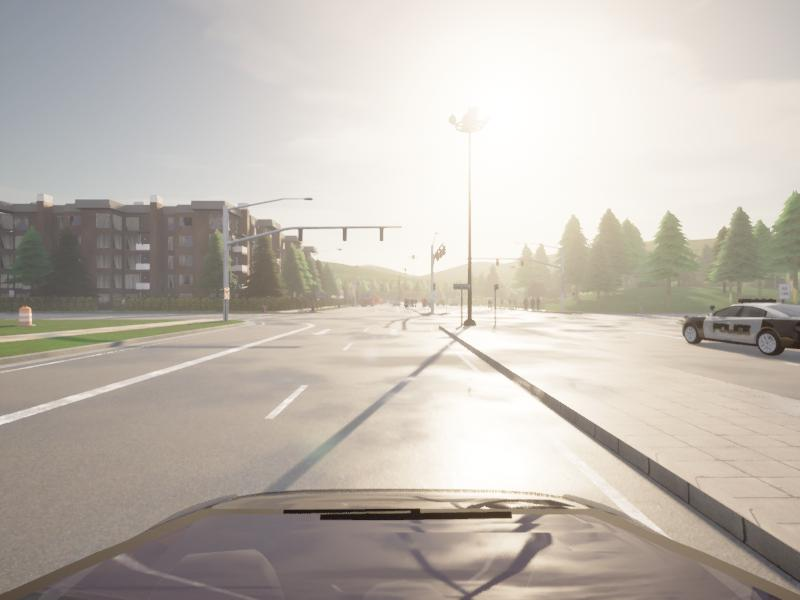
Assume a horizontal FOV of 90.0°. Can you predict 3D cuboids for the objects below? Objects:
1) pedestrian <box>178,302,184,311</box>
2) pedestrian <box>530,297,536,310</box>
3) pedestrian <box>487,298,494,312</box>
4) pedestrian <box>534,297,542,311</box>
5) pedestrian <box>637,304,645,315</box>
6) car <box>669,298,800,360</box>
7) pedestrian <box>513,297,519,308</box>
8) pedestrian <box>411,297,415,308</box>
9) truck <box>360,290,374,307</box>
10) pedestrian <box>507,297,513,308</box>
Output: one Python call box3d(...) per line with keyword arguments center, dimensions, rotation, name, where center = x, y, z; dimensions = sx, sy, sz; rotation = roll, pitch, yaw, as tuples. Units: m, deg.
box3d(center=(-27.709, 0.865, 50.701), dimensions=(0.500, 1.100, 0.500), rotation=(0, 0, -1), name="pedestrian")
box3d(center=(18.081, 0.473, 54.418), dimensions=(0.751, 1.860, 0.751), rotation=(0, 0, 15), name="pedestrian")
box3d(center=(11.805, 0.637, 52.247), dimensions=(0.751, 1.860, 0.751), rotation=(0, 0, -11), name="pedestrian")
box3d(center=(18.624, 0.473, 53.936), dimensions=(0.751, 1.860, 0.751), rotation=(0, 0, -37), name="pedestrian")
box3d(center=(25.138, 1.017, 41.779), dimensions=(0.500, 1.100, 0.500), rotation=(0, 0, 2), name="pedestrian")
box3d(center=(11.476, 0.771, 13.033), dimensions=(1.930, 1.638, 5.238), rotation=(0, 0, 0), name="car")
box3d(center=(19.519, 0.473, 67.436), dimensions=(0.751, 1.860, 0.751), rotation=(0, 0, 0), name="pedestrian")
box3d(center=(2.338, 0.485, 70.755), dimensions=(0.751, 1.860, 0.751), rotation=(0, 0, 5), name="pedestrian")
box3d(center=(-7.880, -0.325, 96.981), dimensions=(2.891, 3.827, 8.468), rotation=(0, 0, -1), name="truck")
box3d(center=(19.016, 0.473, 69.169), dimensions=(0.751, 1.860, 0.751), rotation=(0, 0, -4), name="pedestrian")
